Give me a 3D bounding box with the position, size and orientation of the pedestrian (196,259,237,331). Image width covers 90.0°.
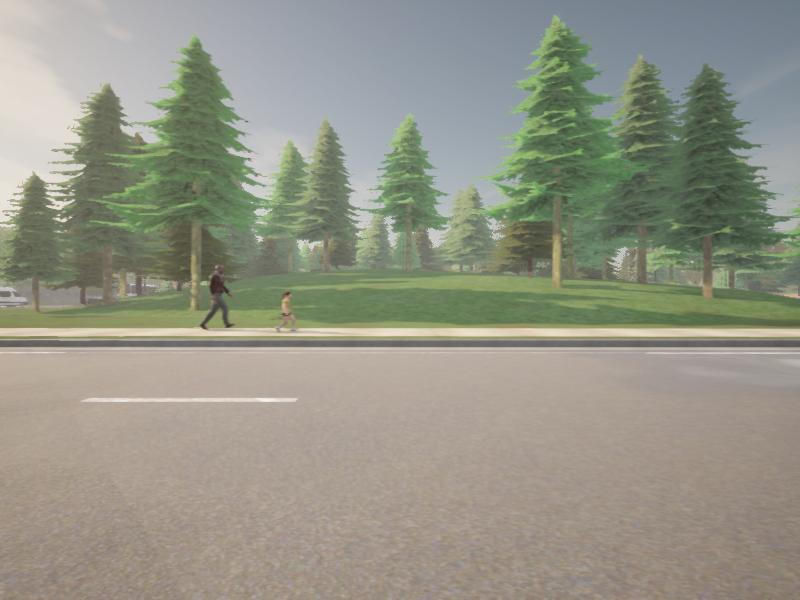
[{"bbox_3d":[-4.950,-0.128,10.835,0.751,1.860,0.751,0,0,-1],"label":"pedestrian"}]

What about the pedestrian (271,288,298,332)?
[{"bbox_3d":[-2.940,0.252,10.204,0.500,1.100,0.500,0,0,4],"label":"pedestrian"}]

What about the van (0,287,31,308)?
[{"bbox_3d":[-50.734,-0.316,50.926,1.988,2.561,5.915,0,0,1],"label":"van"}]

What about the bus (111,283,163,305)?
[{"bbox_3d":[-54.033,-1.157,82.756,3.944,4.253,10.273,0,0,1],"label":"bus"}]
